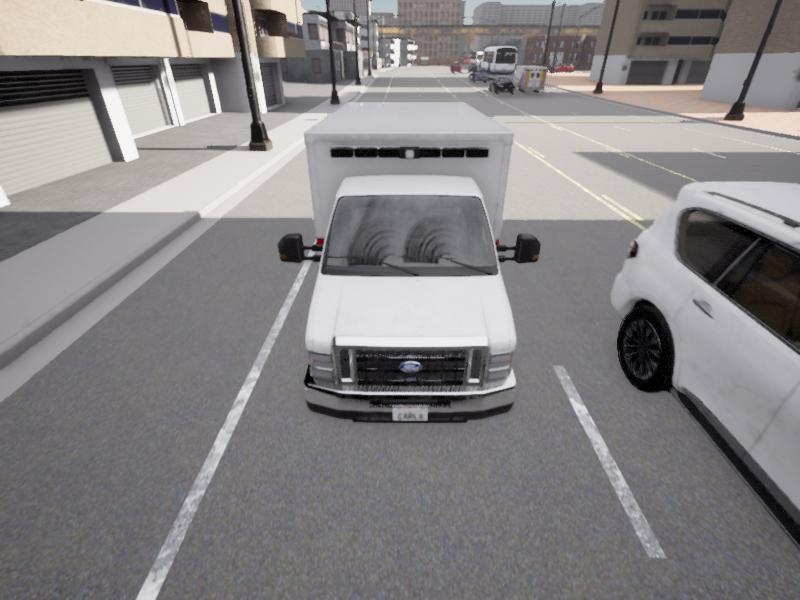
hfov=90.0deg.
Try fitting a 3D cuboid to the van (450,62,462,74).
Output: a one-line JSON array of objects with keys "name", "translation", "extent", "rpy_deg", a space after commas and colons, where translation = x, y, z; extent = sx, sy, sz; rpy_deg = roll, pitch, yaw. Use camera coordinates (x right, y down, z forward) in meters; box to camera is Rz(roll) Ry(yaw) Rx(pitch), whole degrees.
[{"name": "van", "translation": [11.051, -45.925, 79.032], "extent": [1.775, 1.987, 4.442], "rpy_deg": [0, 31, 0]}]

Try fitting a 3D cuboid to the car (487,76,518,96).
[{"name": "car", "translation": [10.826, -22.865, 42.676], "extent": [2.128, 1.511, 4.902], "rpy_deg": [0, 32, 0]}]

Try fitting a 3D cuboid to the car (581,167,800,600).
[{"name": "car", "translation": [3.595, 0.793, 2.625], "extent": [2.150, 2.045, 5.566], "rpy_deg": [0, 30, 0]}]

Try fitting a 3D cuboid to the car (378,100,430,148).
[{"name": "car", "translation": [0.181, -8.405, 18.895], "extent": [2.128, 1.511, 4.902], "rpy_deg": [0, 30, 0]}]

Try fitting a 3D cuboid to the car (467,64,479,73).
[{"name": "car", "translation": [14.558, -46.276, 80.011], "extent": [1.845, 1.501, 3.633], "rpy_deg": [0, 31, 0]}]

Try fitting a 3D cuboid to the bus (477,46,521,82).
[{"name": "bus", "translation": [14.308, -34.926, 59.107], "extent": [3.944, 4.253, 10.273], "rpy_deg": [0, 32, 0]}]

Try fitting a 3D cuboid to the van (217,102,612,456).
[{"name": "van", "translation": [0.101, -1.250, 5.743], "extent": [2.351, 2.431, 6.366], "rpy_deg": [0, 30, 0]}]

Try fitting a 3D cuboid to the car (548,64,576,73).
[{"name": "car", "translation": [33.570, -48.076, 83.011], "extent": [4.611, 1.667, 2.242], "rpy_deg": [1, 31, 1]}]

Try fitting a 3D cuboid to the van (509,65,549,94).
[{"name": "van", "translation": [14.342, -24.875, 44.990], "extent": [2.351, 2.431, 6.366], "rpy_deg": [0, 32, 0]}]

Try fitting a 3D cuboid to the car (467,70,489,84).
[{"name": "car", "translation": [10.908, -31.332, 56.099], "extent": [2.033, 1.411, 5.357], "rpy_deg": [0, 32, 0]}]
